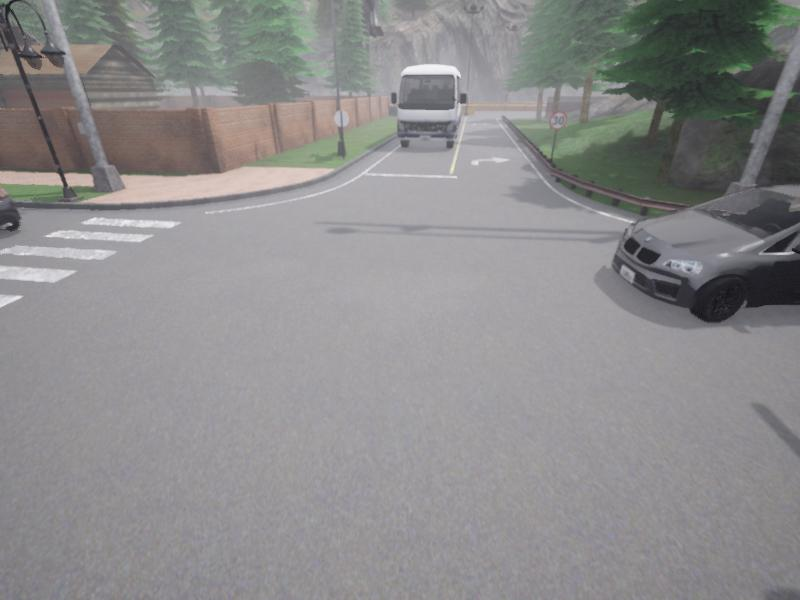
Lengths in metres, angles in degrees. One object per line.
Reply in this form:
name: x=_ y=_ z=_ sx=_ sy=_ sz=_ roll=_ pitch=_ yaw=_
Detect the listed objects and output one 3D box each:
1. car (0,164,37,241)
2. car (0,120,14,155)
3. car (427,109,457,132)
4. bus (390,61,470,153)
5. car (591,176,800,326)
car: x=-10.659 y=-2.060 z=8.677 sx=3.633 sy=1.501 sz=1.845 roll=4 pitch=28 yaw=7
car: x=-21.062 y=-7.381 z=18.172 sx=1.932 sy=1.855 sz=4.605 roll=4 pitch=28 yaw=7
car: x=3.596 y=-15.265 z=33.909 sx=2.128 sy=1.511 sz=4.902 roll=4 pitch=28 yaw=8
bus: x=2.268 y=-12.330 z=25.360 sx=3.944 sy=4.253 sz=10.273 roll=4 pitch=28 yaw=8
car: x=5.999 y=-0.902 z=6.353 sx=4.611 sy=1.667 sz=2.242 roll=0 pitch=27 yaw=-1
